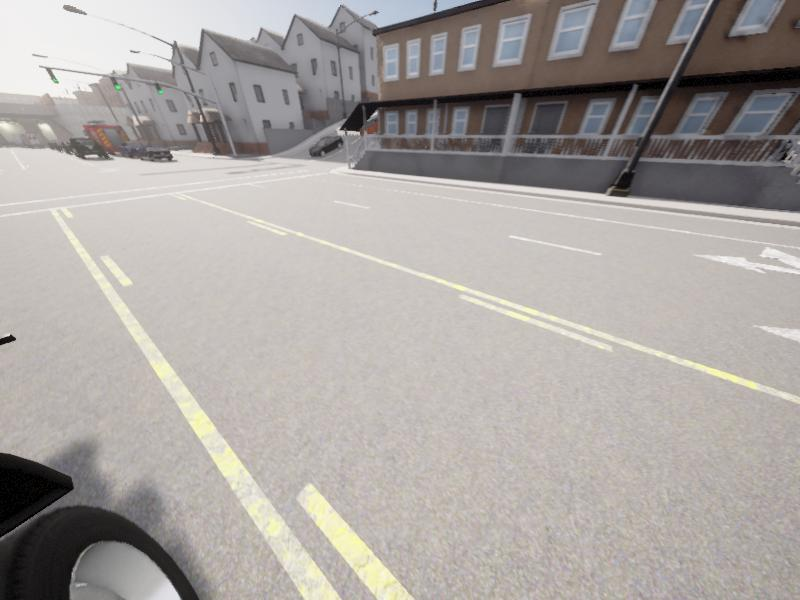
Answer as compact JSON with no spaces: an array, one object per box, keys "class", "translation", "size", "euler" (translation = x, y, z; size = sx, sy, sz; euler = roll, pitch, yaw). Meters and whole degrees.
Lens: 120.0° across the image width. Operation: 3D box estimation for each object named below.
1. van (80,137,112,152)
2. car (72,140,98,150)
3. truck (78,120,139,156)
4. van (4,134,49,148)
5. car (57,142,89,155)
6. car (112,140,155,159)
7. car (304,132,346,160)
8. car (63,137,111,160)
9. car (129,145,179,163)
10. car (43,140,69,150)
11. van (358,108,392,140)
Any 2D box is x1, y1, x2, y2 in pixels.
[{"class":"van","translation":[-52.174,-26.717,39.607],"size":[4.480,2.038,2.069],"euler":[23,41,28]},{"class":"car","translation":[-61.932,-30.530,45.404],"size":[4.902,1.511,2.128],"euler":[22,41,28]},{"class":"truck","translation":[-41.902,-23.201,33.162],"size":[8.468,3.827,2.891],"euler":[23,41,28]},{"class":"van","translation":[-77.819,-33.163,48.167],"size":[6.366,2.431,2.351],"euler":[11,37,15]},{"class":"car","translation":[-47.634,-22.147,33.625],"size":[4.892,1.490,1.837],"euler":[22,41,28]},{"class":"car","translation":[-32.943,-18.658,28.557],"size":[4.553,1.767,2.097],"euler":[22,41,28]},{"class":"car","translation":[-9.392,-19.653,29.326],"size":[1.882,1.535,5.008],"euler":[22,56,27]},{"class":"car","translation":[-37.206,-18.055,27.438],"size":[5.566,2.045,2.150],"euler":[23,41,28]},{"class":"car","translation":[-26.886,-16.004,25.199],"size":[5.357,1.411,2.033],"euler":[21,40,26]},{"class":"car","translation":[-65.195,-29.388,43.765],"size":[4.892,1.490,1.837],"euler":[21,40,28]},{"class":"van","translation":[-3.227,-23.128,30.343],"size":[1.775,1.987,4.442],"euler":[22,60,27]}]
